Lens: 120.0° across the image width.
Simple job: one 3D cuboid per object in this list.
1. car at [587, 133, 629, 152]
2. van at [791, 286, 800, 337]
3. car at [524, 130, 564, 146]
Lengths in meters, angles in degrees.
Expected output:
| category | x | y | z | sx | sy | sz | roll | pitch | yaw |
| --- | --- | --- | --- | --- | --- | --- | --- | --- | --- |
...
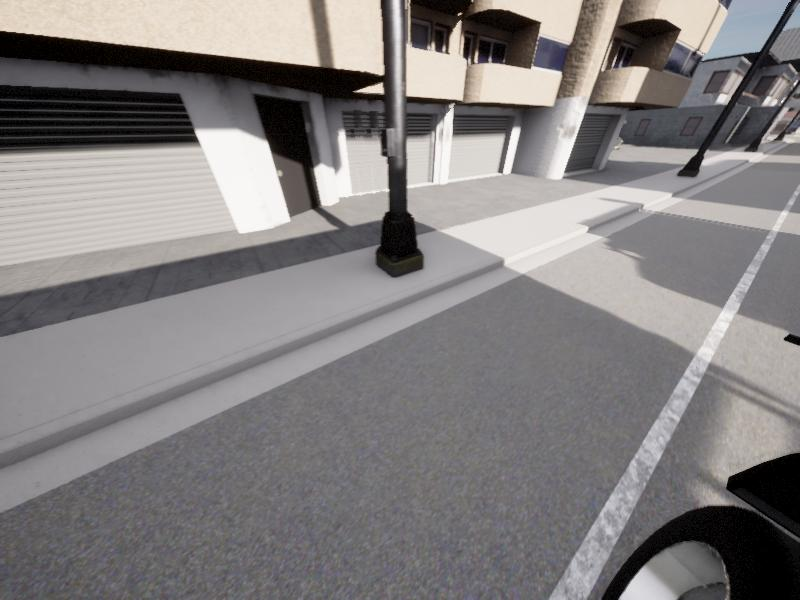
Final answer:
| category | x | y | z | sx | sy | sz | roll | pitch | yaw |
| --- | --- | --- | --- | --- | --- | --- | --- | --- | --- |
| car | 23.311 | -17.698 | 25.913 | 3.806 | 1.475 | 1.970 | -23 | 41 | -25 |
| van | 8.722 | -0.993 | 3.128 | 6.366 | 2.431 | 2.351 | -21 | 40 | -27 |
| car | 19.727 | -22.231 | 31.698 | 5.027 | 1.636 | 2.152 | -22 | 40 | -26 |
